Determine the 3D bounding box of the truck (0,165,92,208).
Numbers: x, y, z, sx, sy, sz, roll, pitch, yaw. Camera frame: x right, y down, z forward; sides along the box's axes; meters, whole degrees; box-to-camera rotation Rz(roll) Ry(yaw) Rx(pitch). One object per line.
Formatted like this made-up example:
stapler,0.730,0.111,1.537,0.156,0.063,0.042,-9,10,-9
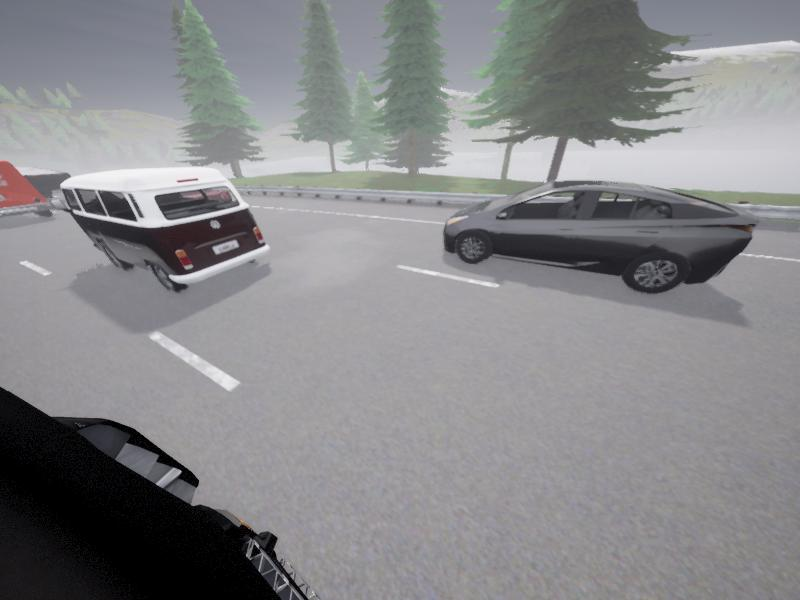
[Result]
truck,-24.693,-7.612,15.364,6.274,2.098,2.390,9,35,17

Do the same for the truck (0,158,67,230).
truck,-19.114,-4.787,10.369,5.204,2.467,2.627,11,36,19

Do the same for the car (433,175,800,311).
car,3.179,-1.513,4.610,4.514,1.525,2.007,15,38,25

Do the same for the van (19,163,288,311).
van,-5.149,-1.692,5.039,4.480,2.038,2.069,14,37,24

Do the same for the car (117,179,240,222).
car,-10.012,-4.630,10.501,4.718,1.301,1.895,12,36,21
